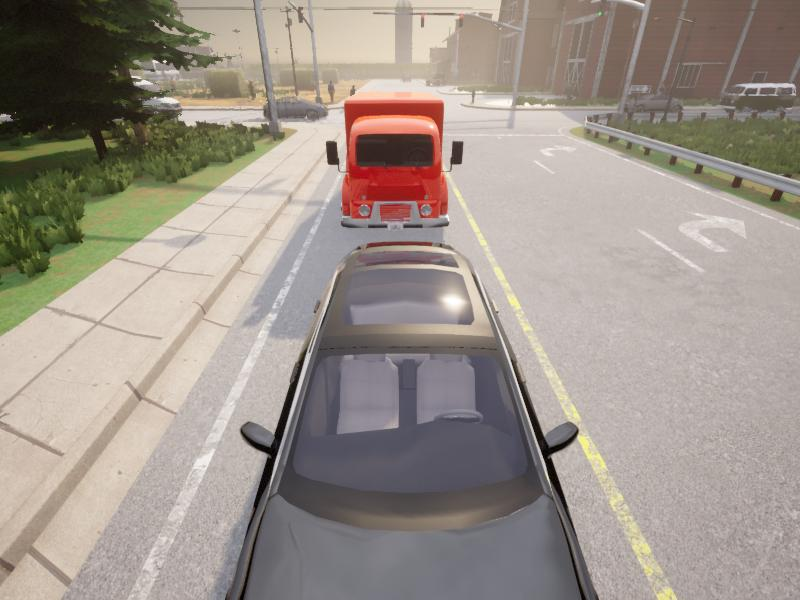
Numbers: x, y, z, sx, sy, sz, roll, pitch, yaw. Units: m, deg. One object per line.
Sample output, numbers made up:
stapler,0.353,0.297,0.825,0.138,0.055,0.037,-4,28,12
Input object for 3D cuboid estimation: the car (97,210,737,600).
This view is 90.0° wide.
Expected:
car,0.058,0.761,3.240,2.128,1.511,4.902,0,30,0

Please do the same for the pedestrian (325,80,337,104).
pedestrian,-6.060,-18.403,35.357,0.751,1.860,0.751,-10,32,-17

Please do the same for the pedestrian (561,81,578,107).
pedestrian,13.841,-16.821,32.702,0.751,1.860,0.751,0,30,0

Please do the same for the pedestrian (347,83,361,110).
pedestrian,-3.724,-16.375,32.197,0.751,1.860,0.751,11,32,18

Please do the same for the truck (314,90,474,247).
truck,-0.137,-3.421,9.426,2.627,2.467,5.204,-1,30,-1

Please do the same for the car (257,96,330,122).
car,-6.886,-12.605,26.306,4.181,1.385,1.994,0,30,-1

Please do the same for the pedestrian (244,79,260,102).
pedestrian,-13.711,-19.381,37.021,0.751,1.860,0.751,15,33,24

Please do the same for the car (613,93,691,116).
car,18.375,-14.350,29.310,4.181,1.385,1.994,0,30,0

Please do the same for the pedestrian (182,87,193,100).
pedestrian,-21.064,-20.478,39.653,0.500,1.100,0.500,9,31,14

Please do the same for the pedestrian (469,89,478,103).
pedestrian,6.627,-18.384,36.076,0.500,1.100,0.500,-19,35,-29

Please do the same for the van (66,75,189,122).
van,-17.491,-13.101,25.991,5.915,2.561,1.988,0,30,0

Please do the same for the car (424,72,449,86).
car,6.296,-37.973,68.885,1.905,1.878,3.866,-31,40,-33

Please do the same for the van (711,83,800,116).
van,26.006,-14.636,29.138,4.480,2.038,2.069,0,30,0

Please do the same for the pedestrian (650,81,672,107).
pedestrian,21.269,-16.763,32.607,0.751,1.860,0.751,0,30,0
